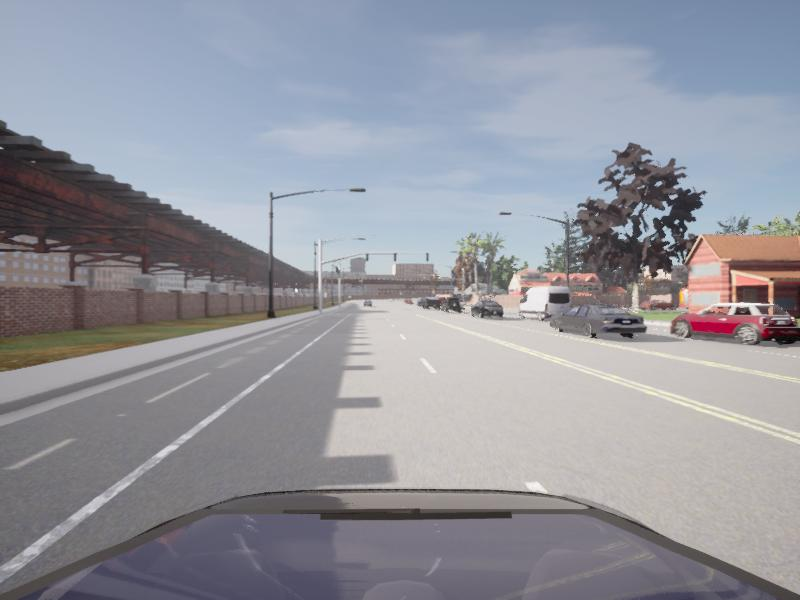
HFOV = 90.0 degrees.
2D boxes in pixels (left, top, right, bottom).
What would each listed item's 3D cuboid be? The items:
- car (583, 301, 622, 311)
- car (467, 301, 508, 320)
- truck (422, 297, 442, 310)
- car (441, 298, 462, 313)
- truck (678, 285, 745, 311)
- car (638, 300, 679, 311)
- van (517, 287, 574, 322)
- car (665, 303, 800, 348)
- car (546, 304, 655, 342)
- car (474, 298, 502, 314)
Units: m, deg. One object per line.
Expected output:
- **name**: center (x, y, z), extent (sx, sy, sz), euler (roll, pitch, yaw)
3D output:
- **car**: center (30.178, 0.854, 59.725), extent (4.892, 1.490, 1.837), euler (0, 0, -6)
- **car**: center (7.516, 0.831, 34.934), extent (2.128, 1.511, 4.902), euler (0, 0, -4)
- **truck**: center (5.160, 0.502, 65.906), extent (2.390, 2.098, 6.274), euler (0, 0, -4)
- **car**: center (6.374, 0.636, 49.961), extent (1.905, 1.878, 3.866), euler (0, 0, -4)
- **truck**: center (47.893, -0.298, 61.533), extent (8.468, 3.827, 2.891), euler (0, 0, -6)
- **car**: center (39.168, 0.795, 60.636), extent (5.027, 1.651, 2.152), euler (0, 0, -6)
- **van**: center (11.259, 0.321, 31.591), extent (1.988, 2.561, 5.915), euler (0, 0, -4)
- **car**: center (12.706, 0.859, 15.470), extent (1.970, 1.475, 3.806), euler (0, 0, -12)
- **car**: center (8.661, 0.895, 18.011), extent (2.033, 1.411, 5.357), euler (0, 0, -2)
- **car**: center (10.139, 0.649, 46.598), extent (1.932, 1.855, 4.605), euler (0, 1, -4)
